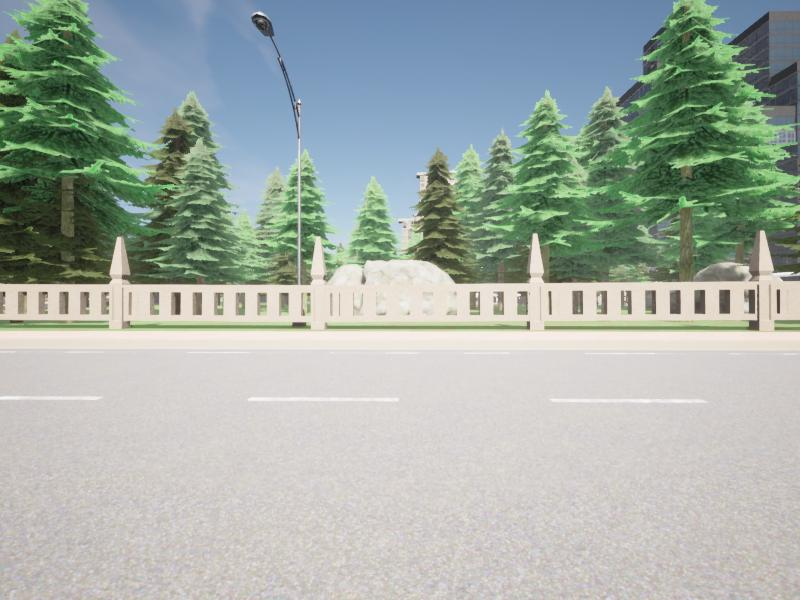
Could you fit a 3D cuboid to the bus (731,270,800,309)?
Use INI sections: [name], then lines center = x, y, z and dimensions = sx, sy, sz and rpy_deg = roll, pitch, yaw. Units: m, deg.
[bus]
center = 45.816, -1.134, 47.963
dimensions = 3.944, 4.253, 10.273
rpy_deg = 0, 0, 1
